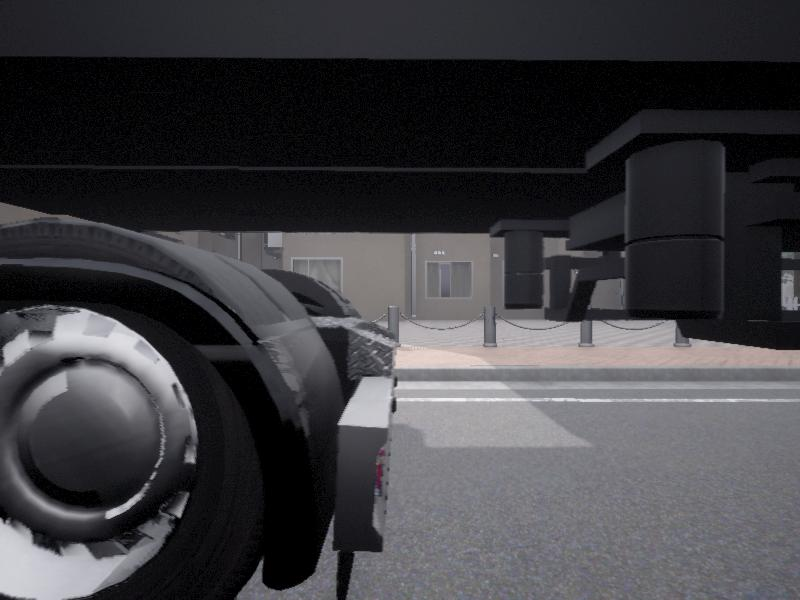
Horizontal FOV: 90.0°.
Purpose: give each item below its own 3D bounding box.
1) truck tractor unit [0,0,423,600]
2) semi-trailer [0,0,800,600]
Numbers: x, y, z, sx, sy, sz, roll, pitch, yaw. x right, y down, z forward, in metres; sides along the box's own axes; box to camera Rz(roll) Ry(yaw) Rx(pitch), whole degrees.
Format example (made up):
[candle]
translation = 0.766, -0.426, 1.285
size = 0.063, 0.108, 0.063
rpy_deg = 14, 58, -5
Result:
[truck tractor unit]
translation = -3.219, -1.120, 2.204
size = 6.516, 4.208, 3.053
rpy_deg = 0, 0, 0
[semi-trailer]
translation = 4.699, -1.219, 2.210
size = 14.254, 4.402, 2.717
rpy_deg = 0, 0, 0
